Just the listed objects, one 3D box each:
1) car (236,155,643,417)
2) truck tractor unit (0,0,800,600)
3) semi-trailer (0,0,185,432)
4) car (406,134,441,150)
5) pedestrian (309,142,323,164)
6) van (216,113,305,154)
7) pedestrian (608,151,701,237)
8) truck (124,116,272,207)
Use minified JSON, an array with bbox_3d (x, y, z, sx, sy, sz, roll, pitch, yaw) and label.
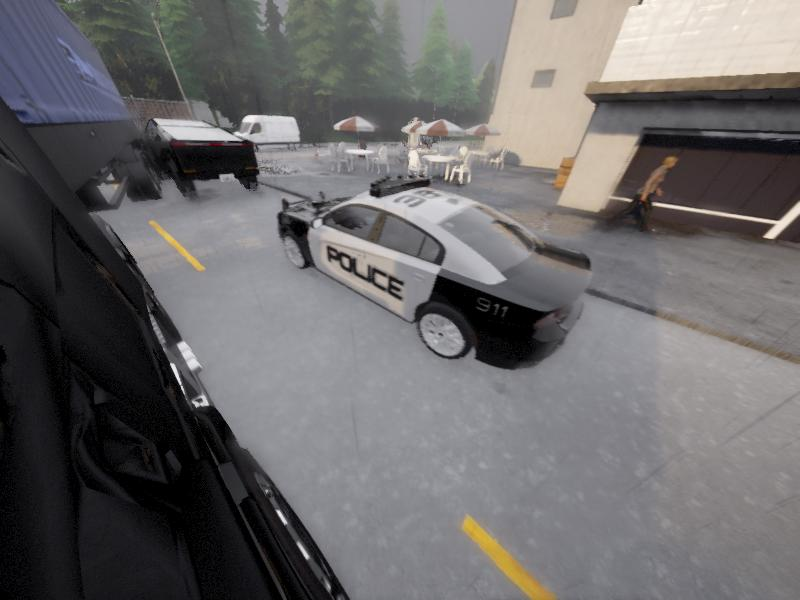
[{"bbox_3d":[-0.115,-1.019,3.639,5.238,1.638,1.930,28,44,29],"label":"car"},{"bbox_3d":[-2.645,-0.295,0.351,6.516,4.208,3.053,28,44,30],"label":"truck tractor unit"},{"bbox_3d":[-7.926,-4.038,4.863,2.717,4.402,14.254,-25,45,-32],"label":"semi-trailer"},{"bbox_3d":[3.157,-20.784,30.358,1.882,1.535,5.008,28,44,30],"label":"car"},{"bbox_3d":[-5.318,-9.359,14.705,0.500,1.100,0.500,-26,45,-32],"label":"pedestrian"},{"bbox_3d":[-11.683,-14.399,20.059,1.988,2.561,5.915,24,42,27],"label":"van"},{"bbox_3d":[6.447,-2.743,6.020,0.751,1.860,0.751,23,41,25],"label":"pedestrian"},{"bbox_3d":[-7.809,-5.549,8.827,6.274,2.098,2.390,31,44,31],"label":"truck"}]
